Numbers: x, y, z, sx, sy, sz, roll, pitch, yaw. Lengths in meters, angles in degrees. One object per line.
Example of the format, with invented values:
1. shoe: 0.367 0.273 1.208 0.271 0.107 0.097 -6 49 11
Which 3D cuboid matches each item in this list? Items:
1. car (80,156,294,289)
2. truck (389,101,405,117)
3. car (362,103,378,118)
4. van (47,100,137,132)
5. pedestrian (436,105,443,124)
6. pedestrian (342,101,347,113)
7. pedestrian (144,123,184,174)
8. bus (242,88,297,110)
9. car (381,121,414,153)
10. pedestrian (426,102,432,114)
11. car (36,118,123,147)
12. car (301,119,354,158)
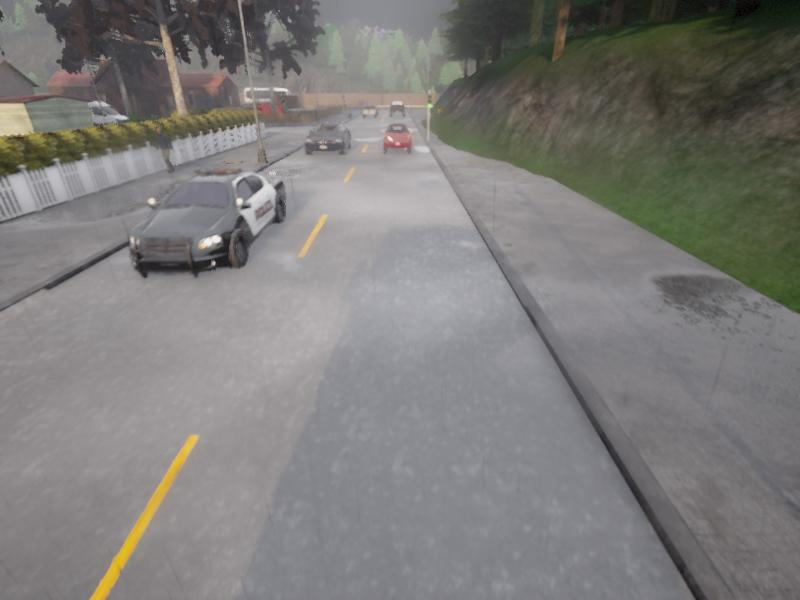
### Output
1. car: -4.056 -2.036 8.900 2.038 1.542 4.974 0 28 0
2. truck: -0.416 -30.360 63.415 2.390 2.098 6.274 0 27 0
3. car: -4.385 -27.841 58.752 1.932 1.855 4.605 0 27 0
4. van: -28.051 -16.874 36.649 5.915 2.561 1.988 0 27 0
5. pedestrian: 4.386 -20.641 44.494 0.751 1.860 0.751 3 27 6
6. pedestrian: -9.580 -33.184 68.880 0.751 1.860 0.751 -1 27 -1
7. pedestrian: -9.508 -6.111 16.188 0.751 1.860 0.751 0 27 0
8. bus: -28.387 -43.976 87.501 10.273 4.253 3.944 0 27 0
9. car: -0.154 -9.925 24.273 1.845 1.501 3.633 0 27 0
10. pedestrian: 4.839 -31.903 66.415 0.751 1.860 0.751 7 28 12
11. car: -19.949 -10.631 25.207 1.994 1.381 4.181 0 27 0
12. car: -4.077 -9.537 23.406 2.152 1.651 5.027 0 27 0
